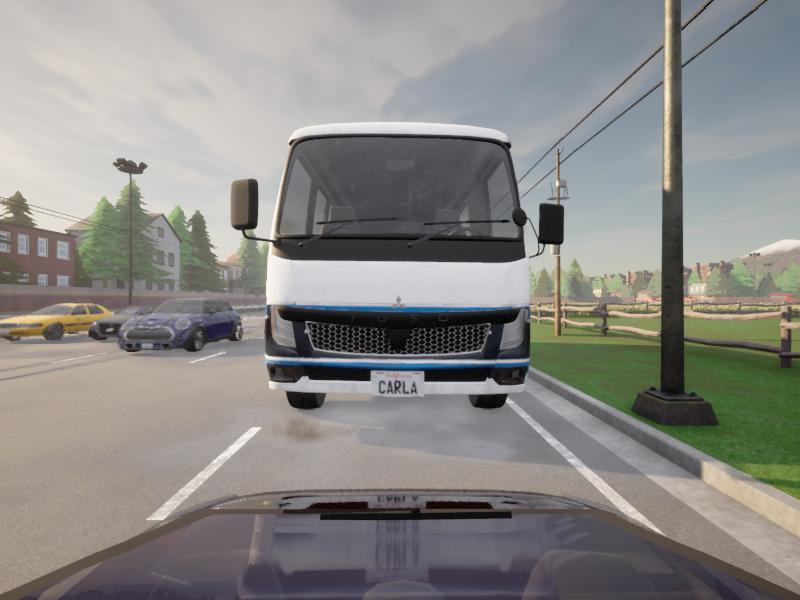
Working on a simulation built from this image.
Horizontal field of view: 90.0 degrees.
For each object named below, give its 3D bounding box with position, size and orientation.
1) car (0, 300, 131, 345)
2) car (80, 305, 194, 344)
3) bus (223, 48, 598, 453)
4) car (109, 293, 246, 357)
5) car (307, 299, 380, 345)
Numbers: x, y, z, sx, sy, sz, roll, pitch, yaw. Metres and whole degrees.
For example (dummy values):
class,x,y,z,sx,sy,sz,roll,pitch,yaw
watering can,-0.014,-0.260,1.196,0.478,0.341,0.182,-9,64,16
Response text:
class,x,y,z,sx,sy,sz,roll,pitch,yaw
car,-14.102,0.800,16.939,1.801,1.575,5.366,0,0,0
car,-10.601,0.908,16.587,1.994,1.385,4.181,0,0,0
bus,0.079,-0.545,9.389,3.944,4.253,10.273,1,0,0
car,-7.082,0.695,13.426,2.097,1.767,4.553,0,0,0
car,-2.149,0.785,16.762,2.152,1.651,5.027,0,0,3
